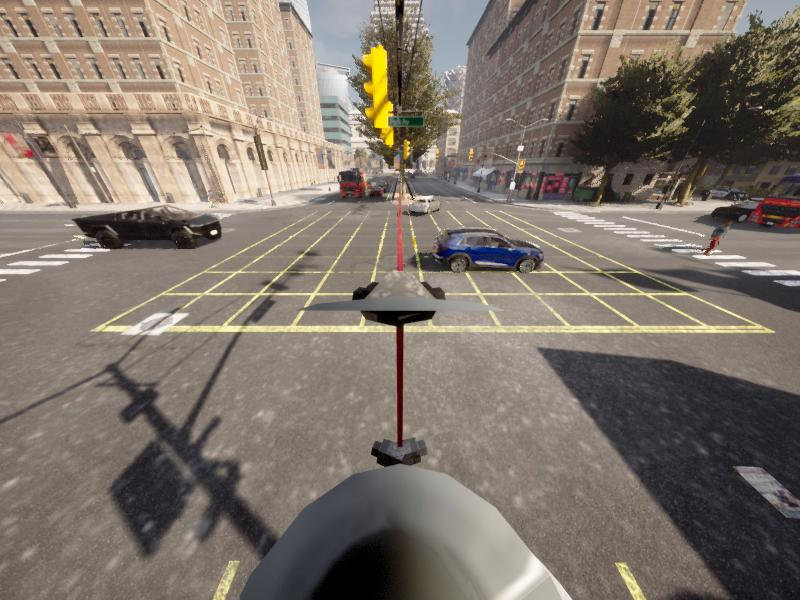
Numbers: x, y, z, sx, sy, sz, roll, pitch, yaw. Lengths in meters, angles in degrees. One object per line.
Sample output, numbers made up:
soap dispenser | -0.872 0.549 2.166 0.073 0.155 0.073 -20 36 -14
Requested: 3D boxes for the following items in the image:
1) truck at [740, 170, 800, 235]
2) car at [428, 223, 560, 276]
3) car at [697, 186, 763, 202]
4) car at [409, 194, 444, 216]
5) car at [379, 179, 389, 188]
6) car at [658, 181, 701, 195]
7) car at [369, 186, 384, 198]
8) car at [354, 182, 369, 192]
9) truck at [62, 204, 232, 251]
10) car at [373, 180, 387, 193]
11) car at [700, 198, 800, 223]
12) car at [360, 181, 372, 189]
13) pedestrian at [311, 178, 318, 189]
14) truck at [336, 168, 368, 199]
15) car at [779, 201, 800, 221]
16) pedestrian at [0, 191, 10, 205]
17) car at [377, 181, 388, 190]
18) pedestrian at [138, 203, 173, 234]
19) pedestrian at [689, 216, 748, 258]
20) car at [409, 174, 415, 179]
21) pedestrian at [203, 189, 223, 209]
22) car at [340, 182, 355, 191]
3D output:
truck | 30.927 -6.786 15.937 8.468 3.827 2.891 0 30 0
car | 3.869 -2.301 10.351 4.856 1.649 2.033 1 30 -1
car | 45.916 -14.963 32.392 2.038 1.542 4.974 0 30 1
car | 2.660 -9.498 22.979 1.970 1.475 3.806 16 34 26
car | -3.527 -26.265 51.891 1.851 1.617 3.988 0 30 0
car | 46.025 -18.540 38.227 1.905 1.878 3.866 0 30 0
car | -3.577 -16.711 35.654 1.895 1.301 4.718 0 30 0
car | -7.055 -20.928 42.777 1.970 1.475 3.806 0 30 0
truck | -13.921 -4.223 13.222 6.274 2.098 2.390 0 30 0
car | -3.558 -20.387 41.522 2.097 1.767 4.553 0 30 0
car | 29.571 -7.588 19.507 5.238 1.638 1.930 0 30 -1
car | -7.048 -24.187 48.530 1.994 1.385 4.181 0 30 -1
pedestrian | -17.199 -23.405 46.331 0.751 1.860 0.751 1 30 1
truck | -7.080 -18.109 35.546 2.891 3.827 8.468 0 30 0
car | 36.309 -7.511 19.571 4.674 1.442 1.812 0 30 0
pedestrian | -46.444 -11.953 26.495 0.751 1.860 0.751 -1 30 -2
car | -3.540 -23.214 46.736 1.970 1.475 3.806 0 30 0
pedestrian | -16.474 -5.499 15.617 0.751 1.860 0.751 -3 30 -6
pedestrian | 15.803 -3.137 11.531 0.751 1.860 0.751 0 30 1
car | 4.591 -47.693 89.170 1.812 1.442 4.674 0 29 -1
pedestrian | -19.360 -10.491 23.964 0.751 1.860 0.751 2 30 4
car | -10.295 -22.354 45.417 1.895 1.301 4.718 0 30 0
